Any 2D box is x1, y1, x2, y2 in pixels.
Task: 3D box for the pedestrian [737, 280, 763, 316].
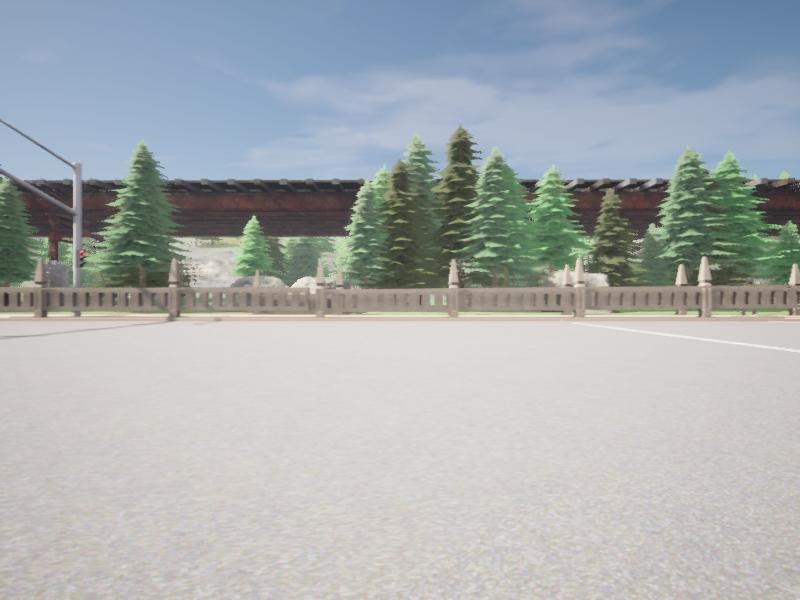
[{"bbox_3d":[18.311,-0.108,20.944,0.751,1.860,0.751,0,0,0],"label":"pedestrian"}]
